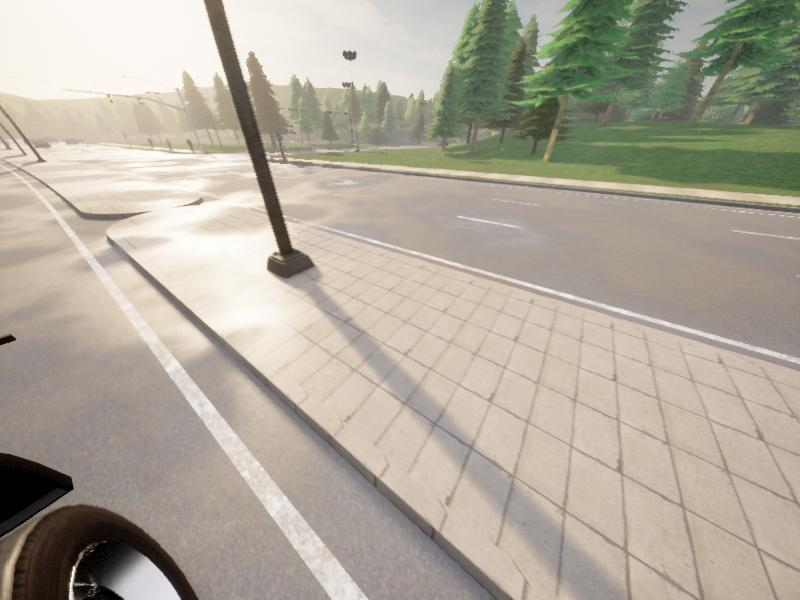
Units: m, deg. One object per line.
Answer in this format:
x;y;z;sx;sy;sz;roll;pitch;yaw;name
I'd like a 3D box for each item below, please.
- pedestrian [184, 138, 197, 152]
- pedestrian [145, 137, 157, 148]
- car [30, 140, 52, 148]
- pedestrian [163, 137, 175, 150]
-32.728;-24.257;36.102;0.751;1.860;0.751;24;41;29;pedestrian
-50.107;-31.663;46.453;0.751;1.860;0.751;23;41;29;pedestrian
-78.911;-34.369;50.778;4.181;1.385;1.994;22;41;28;car
-41.115;-27.838;41.107;0.751;1.860;0.751;23;41;29;pedestrian
